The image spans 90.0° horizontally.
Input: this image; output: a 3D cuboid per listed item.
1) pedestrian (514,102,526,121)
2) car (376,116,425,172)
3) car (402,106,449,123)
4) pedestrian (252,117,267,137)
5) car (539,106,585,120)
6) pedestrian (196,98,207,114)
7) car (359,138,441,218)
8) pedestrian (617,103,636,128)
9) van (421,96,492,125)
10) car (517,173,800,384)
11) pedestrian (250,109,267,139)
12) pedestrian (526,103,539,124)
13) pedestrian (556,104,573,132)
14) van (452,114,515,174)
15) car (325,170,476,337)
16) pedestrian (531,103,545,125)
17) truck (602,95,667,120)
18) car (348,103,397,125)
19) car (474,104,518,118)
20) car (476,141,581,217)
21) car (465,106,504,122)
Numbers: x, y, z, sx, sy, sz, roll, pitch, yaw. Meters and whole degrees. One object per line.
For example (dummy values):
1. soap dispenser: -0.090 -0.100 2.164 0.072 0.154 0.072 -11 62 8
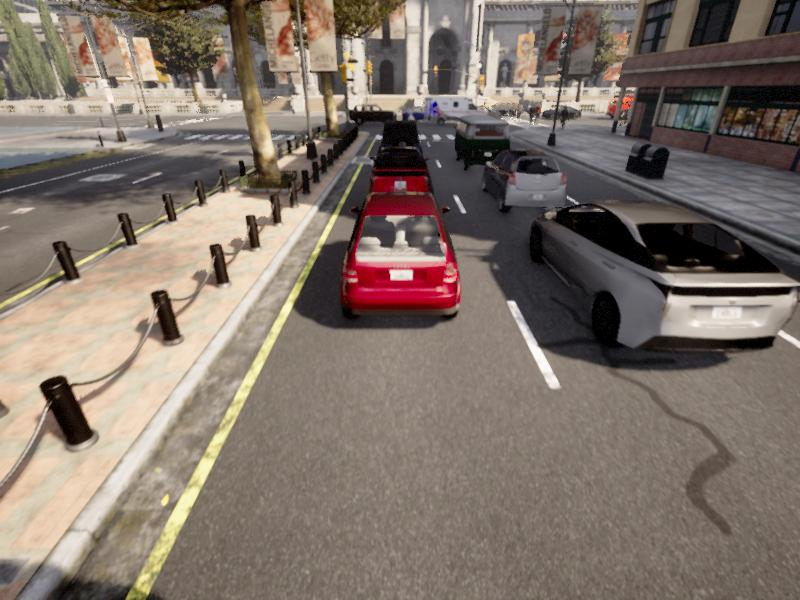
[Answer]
1. pedestrian: 12.670 -19.970 42.385 0.751 1.860 0.751 -3 28 -6
2. car: 0.011 -6.991 17.708 1.905 1.878 3.866 0 28 0
3. car: 2.564 -19.501 41.993 4.792 1.488 2.163 0 28 0
4. pedestrian: -10.071 -12.392 28.636 0.751 1.300 0.751 -6 28 -11
5. car: 18.205 -21.071 45.044 4.181 1.385 1.994 0 28 0
6. pedestrian: -26.975 -26.353 54.392 0.751 1.860 0.751 0 28 0
7. car: 0.007 -3.873 12.155 2.007 1.525 4.514 0 28 0
8. pedestrian: 18.884 -15.406 33.330 0.751 1.860 0.751 2 28 4
9. van: 5.315 -18.293 38.659 6.366 2.431 2.351 0 28 0
10. car: 3.505 -0.769 6.221 2.007 1.525 4.514 0 28 0
11. pedestrian: -9.671 -12.030 27.337 0.751 1.860 0.751 -6 28 -11
12. pedestrian: 12.764 -18.014 38.655 0.751 1.860 0.751 18 33 31
13. pedestrian: 12.412 -13.761 30.219 0.751 1.860 0.751 2 28 5
14. van: 3.464 -6.985 17.579 1.775 1.987 4.442 0 28 0
15. car: 0.006 -1.045 6.734 1.789 1.549 3.705 0 28 0
16. pedestrian: 13.197 -17.824 38.292 0.751 1.860 0.751 -11 30 -20
17. truck: 26.067 -21.559 44.749 5.204 2.467 2.627 0 28 0
18. car: -2.564 -18.054 38.826 4.605 1.855 1.932 0 28 0
19. car: 11.483 -22.749 48.150 4.792 1.488 2.163 0 28 0
20. car: 3.529 -3.686 11.781 1.845 1.501 3.633 0 28 0
21. car: 8.781 -19.520 41.951 3.633 1.501 1.845 0 28 0
